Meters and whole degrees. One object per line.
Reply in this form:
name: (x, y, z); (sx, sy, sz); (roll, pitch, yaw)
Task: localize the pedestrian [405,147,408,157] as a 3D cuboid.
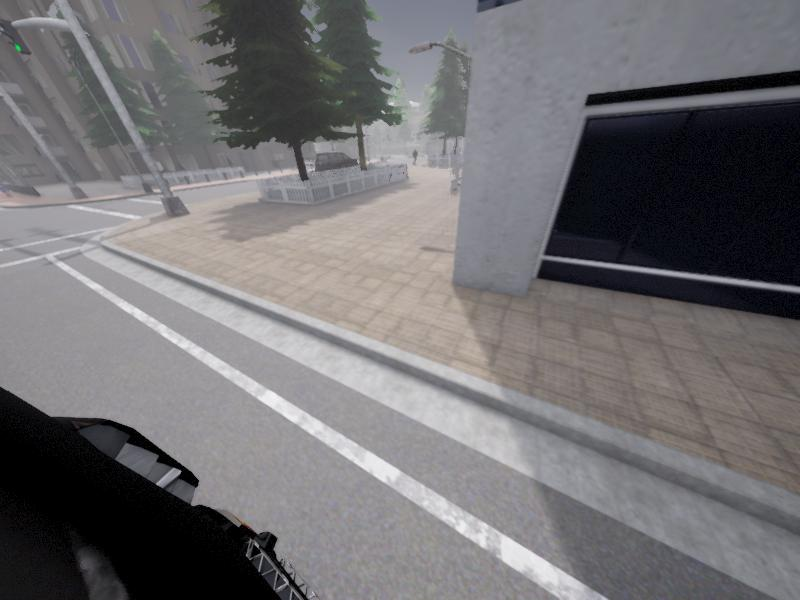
pedestrian: (1.536, -34.921, 54.603); (0.751, 1.860, 0.751); (4, 34, 10)

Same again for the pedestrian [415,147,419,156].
pedestrian: (4.219, -36.968, 57.394); (0.751, 1.860, 0.751); (18, 39, 28)

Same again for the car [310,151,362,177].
car: (-6.731, -14.855, 25.124); (2.150, 2.045, 5.566); (14, 37, 24)

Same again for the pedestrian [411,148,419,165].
pedestrian: (1.926, -18.473, 29.736); (0.751, 1.860, 0.751); (-8, 34, -7)

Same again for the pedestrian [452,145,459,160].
pedestrian: (8.666, -23.246, 36.378); (0.751, 1.860, 0.751); (-5, 34, -3)

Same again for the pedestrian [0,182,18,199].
pedestrian: (-31.263, -8.670, 18.266); (0.500, 1.100, 0.500); (13, 37, 22)
